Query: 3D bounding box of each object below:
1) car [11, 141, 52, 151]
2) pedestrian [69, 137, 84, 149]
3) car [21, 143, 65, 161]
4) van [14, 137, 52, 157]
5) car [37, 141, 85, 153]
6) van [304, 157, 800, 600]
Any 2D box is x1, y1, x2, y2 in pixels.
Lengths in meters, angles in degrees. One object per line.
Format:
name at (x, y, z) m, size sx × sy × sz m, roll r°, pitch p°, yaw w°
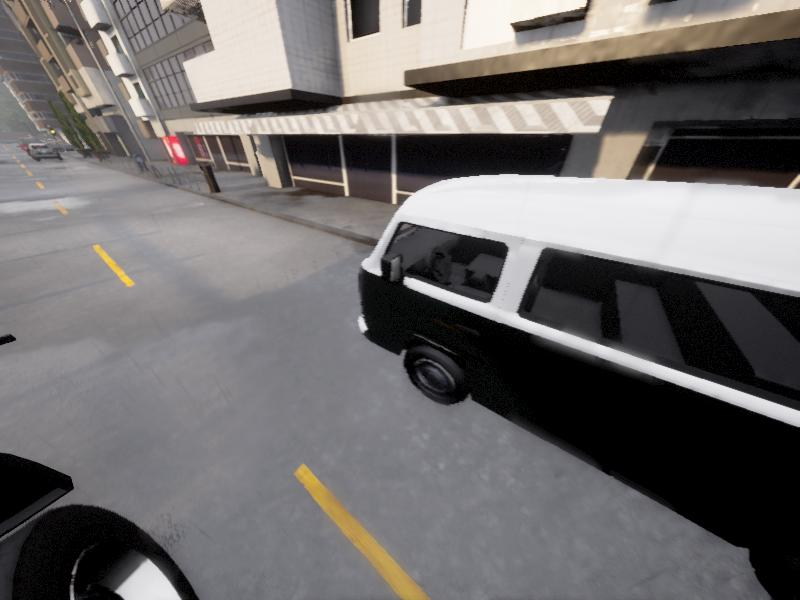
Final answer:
car at (-64.559, -26.992, 40.511) m, size 4.718 × 1.301 × 1.895 m, roll 8°, pitch 36°, yaw 11°
pedestrian at (-59.935, -29.067, 42.765) m, size 0.751 × 1.860 × 0.751 m, roll 20°, pitch 40°, yaw 26°
car at (-38.951, -16.147, 25.198) m, size 3.806 × 1.475 × 1.970 m, roll 22°, pitch 41°, yaw 28°
van at (-48.074, -20.073, 30.248) m, size 4.442 × 1.987 × 1.775 m, roll 22°, pitch 41°, yaw 28°
car at (-53.681, -24.313, 36.729) m, size 1.970 × 1.475 × 3.806 m, roll -4°, pitch 35°, yaw -6°
van at (1.748, 0.207, 1.860) m, size 4.480 × 2.038 × 2.069 m, roll 22°, pitch 41°, yaw 28°
